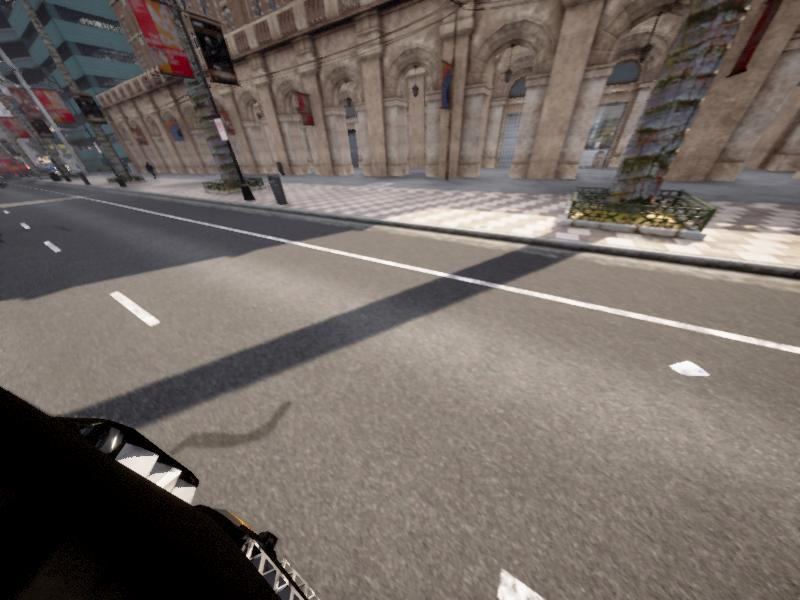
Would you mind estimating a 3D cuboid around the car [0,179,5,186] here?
[{"bbox_3d":[-57.656,-16.685,32.044,4.902,1.511,2.128,16,38,26],"label":"car"}]

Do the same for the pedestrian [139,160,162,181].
[{"bbox_3d":[-26.557,-13.799,24.630,0.751,1.860,0.751,15,38,25],"label":"pedestrian"}]

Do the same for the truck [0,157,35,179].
[{"bbox_3d":[-85.554,-28.522,49.820,2.891,3.827,8.468,-18,37,-21],"label":"truck"}]
